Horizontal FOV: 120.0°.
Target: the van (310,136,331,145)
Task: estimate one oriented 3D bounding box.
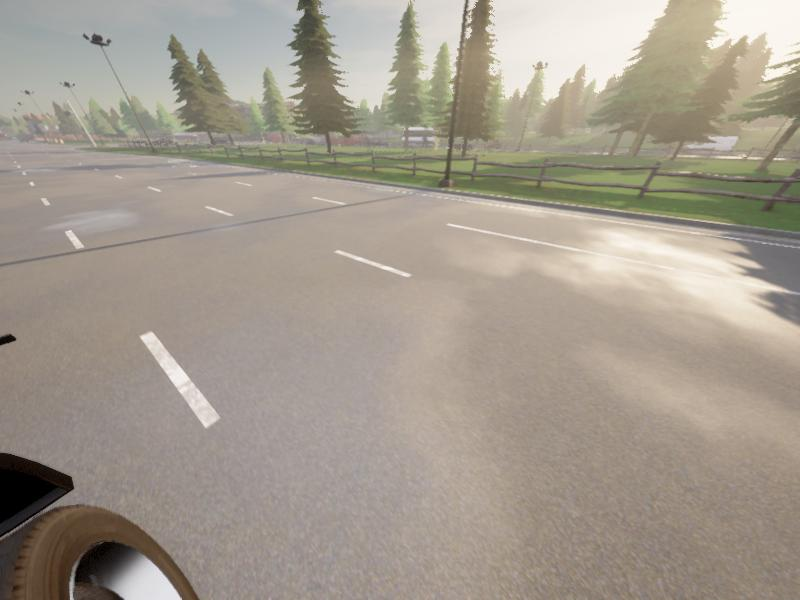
[{"bbox_3d":[-25.637,-51.410,74.458,6.366,2.431,2.351,22,41,28],"label":"van"}]

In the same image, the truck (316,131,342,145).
[{"bbox_3d":[-23.451,-53.555,76.308,8.468,3.827,2.891,22,41,28],"label":"truck"}]

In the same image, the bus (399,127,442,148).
[{"bbox_3d":[5.170,-41.885,59.640,10.273,4.253,3.944,22,41,28],"label":"bus"}]

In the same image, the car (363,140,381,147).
[{"bbox_3d":[-7.919,-43.749,64.560,4.892,1.490,1.837,22,41,28],"label":"car"}]

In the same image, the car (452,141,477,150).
[{"bbox_3d":[15.321,-36.608,54.763,5.027,1.651,2.152,22,41,28],"label":"car"}]

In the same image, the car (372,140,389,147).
[{"bbox_3d":[-5.687,-45.281,66.795,4.514,1.525,2.007,22,41,28],"label":"car"}]

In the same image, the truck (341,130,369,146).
[{"bbox_3d":[-13.793,-49.588,70.768,8.468,3.827,2.891,22,41,28],"label":"truck"}]

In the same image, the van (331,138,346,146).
[{"bbox_3d":[-18.882,-48.450,70.710,4.442,1.987,1.775,22,41,28],"label":"van"}]

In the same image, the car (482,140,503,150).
[{"bbox_3d":[21.798,-36.631,54.409,3.866,1.878,1.905,22,41,28],"label":"car"}]
